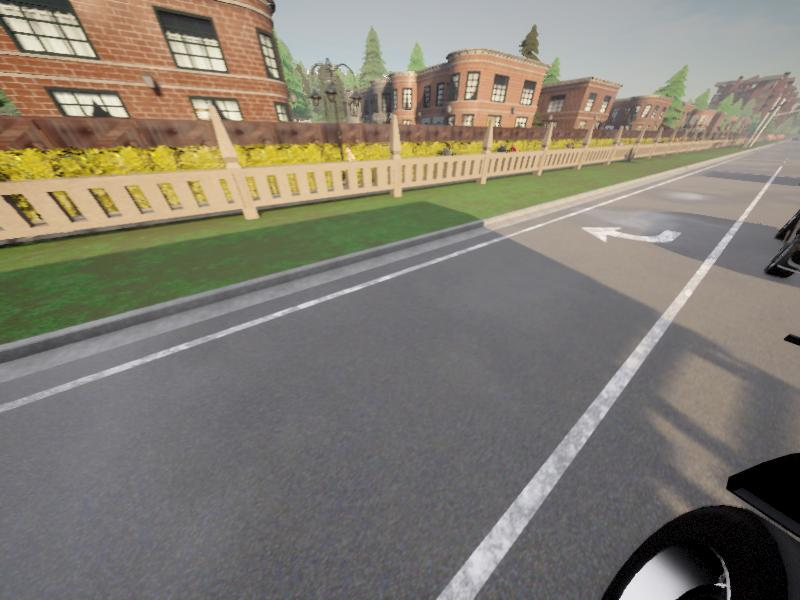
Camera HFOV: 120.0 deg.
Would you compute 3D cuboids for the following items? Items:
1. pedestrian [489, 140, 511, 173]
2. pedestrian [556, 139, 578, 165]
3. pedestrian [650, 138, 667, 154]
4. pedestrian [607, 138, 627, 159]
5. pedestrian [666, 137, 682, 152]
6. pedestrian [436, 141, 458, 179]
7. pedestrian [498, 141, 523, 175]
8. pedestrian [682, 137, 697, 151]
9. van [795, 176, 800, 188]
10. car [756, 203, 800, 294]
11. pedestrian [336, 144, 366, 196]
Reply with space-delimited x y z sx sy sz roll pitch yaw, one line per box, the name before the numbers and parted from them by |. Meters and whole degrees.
pedestrian | 6.993 -10.063 16.204 0.751 1.860 0.751 -24 42 -30
pedestrian | 14.382 -12.748 19.954 0.751 1.860 0.751 -22 41 -27
pedestrian | 36.689 -21.887 32.749 0.751 1.860 0.751 -22 41 -28
pedestrian | 24.132 -16.866 25.718 0.751 1.860 0.751 -23 41 -28
pedestrian | 42.518 -24.086 35.823 0.751 1.860 0.751 -23 41 -28
pedestrian | 2.773 -8.318 13.763 0.751 1.860 0.751 -21 40 -26
pedestrian | 7.296 -9.408 15.273 0.751 1.860 0.751 -21 40 -27
pedestrian | 47.960 -25.828 38.249 0.751 1.860 0.751 -23 41 -28
van | 23.182 -7.097 12.070 4.442 1.987 1.775 -22 41 -28
car | 9.362 -1.328 4.312 5.027 1.651 2.152 -22 41 -28
pedestrian | -2.089 -5.619 9.974 0.751 1.860 0.751 -23 41 -29
